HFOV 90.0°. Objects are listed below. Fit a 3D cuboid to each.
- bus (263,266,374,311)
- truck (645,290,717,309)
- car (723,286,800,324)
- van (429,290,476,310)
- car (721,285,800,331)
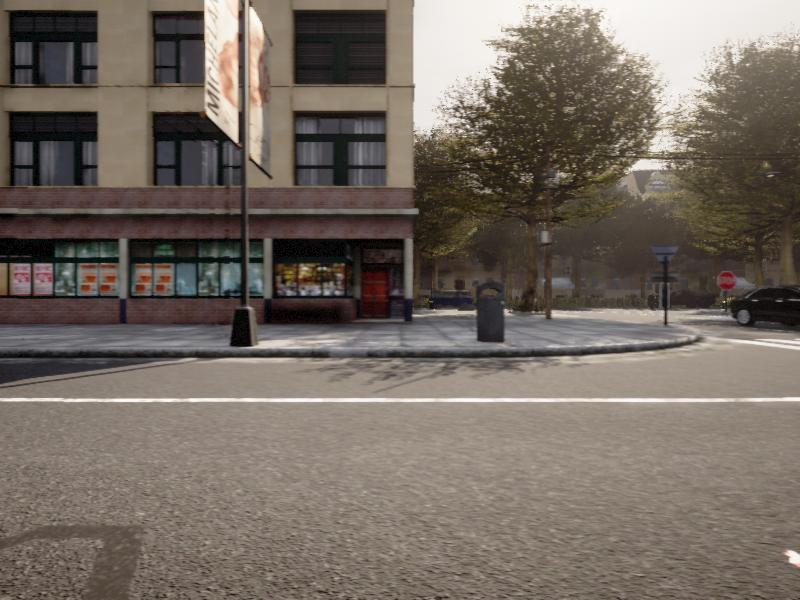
[{"bbox_3d":[-7.946,-1.131,40.292,10.273,4.253,3.944,0,0,0],"label":"bus"},{"bbox_3d":[30.575,-0.055,43.693,6.274,2.098,2.390,0,0,0],"label":"truck"},{"bbox_3d":[17.405,0.203,17.656,1.801,1.575,5.366,0,0,-2],"label":"car"},{"bbox_3d":[5.246,0.000,40.194,4.442,1.987,1.775,0,0,0],"label":"van"},{"bbox_3d":[13.861,0.246,13.747,1.837,1.490,4.892,0,0,1],"label":"car"}]
